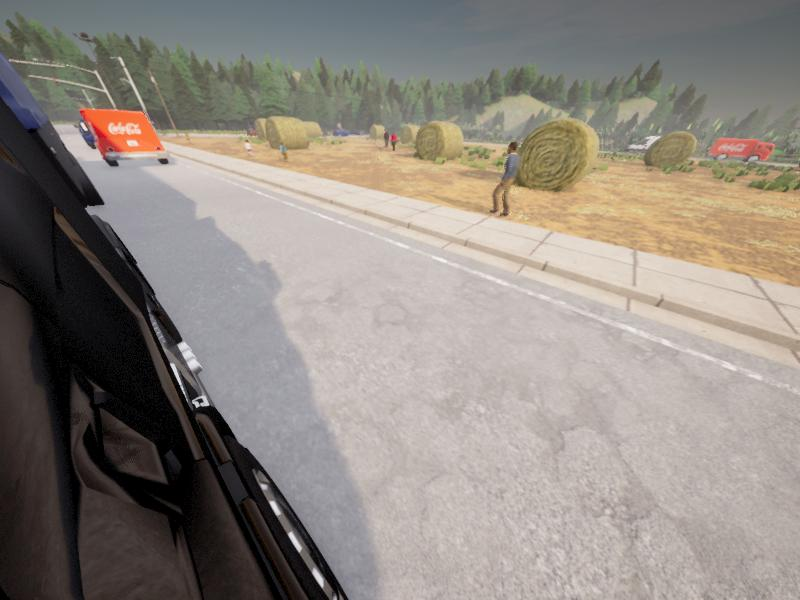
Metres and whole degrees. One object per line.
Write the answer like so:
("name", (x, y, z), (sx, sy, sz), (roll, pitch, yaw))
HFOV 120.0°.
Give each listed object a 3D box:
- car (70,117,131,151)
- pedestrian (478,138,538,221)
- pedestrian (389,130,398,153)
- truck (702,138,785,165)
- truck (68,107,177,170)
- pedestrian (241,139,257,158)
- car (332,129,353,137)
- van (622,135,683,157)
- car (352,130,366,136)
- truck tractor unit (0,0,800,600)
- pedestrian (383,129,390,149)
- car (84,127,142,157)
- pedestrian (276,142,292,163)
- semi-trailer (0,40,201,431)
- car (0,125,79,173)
("car", (-25.719, -14.277, 19.803), (5.566, 2.045, 2.150), (28, 44, 30))
("pedestrian", (2.891, -3.272, 6.315), (0.751, 1.860, 0.751), (-28, 46, -34))
("pedestrian", (-0.636, -15.946, 23.241), (0.751, 1.860, 0.751), (-6, 37, -11))
("truck", (44.135, -19.388, 30.032), (5.204, 2.467, 2.627), (31, 45, 33))
("truck", (-15.654, -9.164, 13.072), (5.204, 2.467, 2.627), (28, 43, 30))
("pedestrian", (-10.491, -10.567, 16.098), (0.500, 1.100, 0.500), (30, 45, 32))
("car", (-14.694, -42.467, 58.933), (1.882, 1.535, 5.008), (28, 44, 31))
("van", (40.120, -24.708, 36.951), (5.915, 2.561, 1.988), (31, 45, 33))
("car", (-12.968, -53.109, 73.406), (4.514, 1.525, 2.007), (31, 45, 33))
("truck tractor unit", (-2.645, -0.295, 0.351), (6.516, 4.208, 3.053), (28, 44, 30))
("pedestrian", (-1.578, -18.934, 27.227), (0.751, 1.860, 0.751), (-6, 37, -11))
("car", (-20.649, -11.414, 16.619), (3.705, 1.549, 1.789), (28, 43, 30))
("pedestrian", (-7.324, -9.325, 14.588), (0.500, 1.100, 0.500), (-29, 47, -35))
("semi-trailer", (-8.684, -3.600, 4.263), (14.254, 4.402, 2.717), (28, 43, 30))
("car", (-18.358, -7.563, 11.409), (4.611, 1.667, 2.242), (27, 42, 31))
